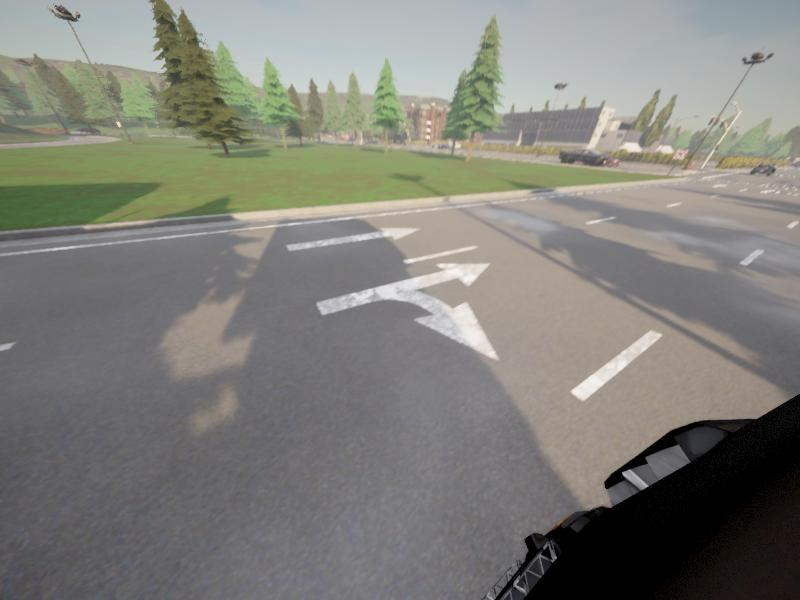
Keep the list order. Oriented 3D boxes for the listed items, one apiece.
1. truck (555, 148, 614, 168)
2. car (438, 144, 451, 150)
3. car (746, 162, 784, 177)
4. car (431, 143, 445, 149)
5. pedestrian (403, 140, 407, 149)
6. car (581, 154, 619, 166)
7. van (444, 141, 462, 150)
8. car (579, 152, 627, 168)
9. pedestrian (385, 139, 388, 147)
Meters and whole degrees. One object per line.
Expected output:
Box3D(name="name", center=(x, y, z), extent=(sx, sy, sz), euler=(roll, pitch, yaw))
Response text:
Box3D(name="truck", center=(27.661, -21.594, 34.955), extent=(2.390, 2.098, 6.274), euler=(-17, 39, -26))
Box3D(name="car", center=(15.719, -54.525, 82.133), extent=(1.812, 1.442, 4.674), euler=(-16, 39, -26))
Box3D(name="car", center=(53.051, -19.011, 33.563), extent=(4.902, 1.511, 2.128), euler=(-18, 40, -27))
Box3D(name="car", center=(13.066, -53.283, 80.076), extent=(2.038, 1.542, 4.974), euler=(-16, 39, -25))
Box3D(name="pedestrian", center=(1.280, -42.191, 62.650), extent=(0.751, 1.860, 0.751), euler=(-16, 39, -25))
Box3D(name="car", center=(33.372, -23.423, 38.639), extent=(1.994, 1.385, 4.181), euler=(-17, 39, -26))
Box3D(name="van", center=(18.971, -55.622, 83.082), extent=(2.351, 2.431, 6.366), euler=(-16, 39, -25))
Box3D(name="car", center=(31.271, -21.700, 35.784), extent=(2.152, 1.651, 5.027), euler=(-17, 39, -26))
Box3D(name="pedestrian", center=(-4.131, -47.975, 70.597), extent=(0.751, 1.860, 0.751), euler=(-15, 39, -24))
